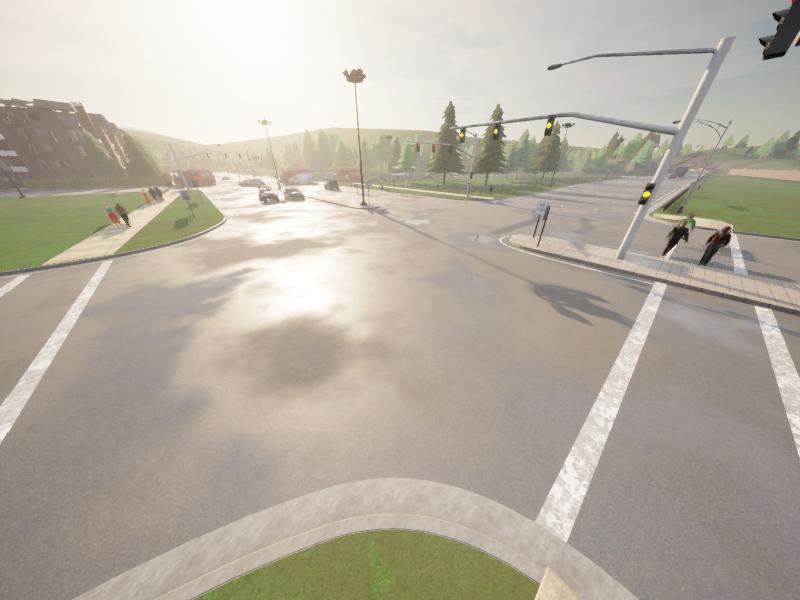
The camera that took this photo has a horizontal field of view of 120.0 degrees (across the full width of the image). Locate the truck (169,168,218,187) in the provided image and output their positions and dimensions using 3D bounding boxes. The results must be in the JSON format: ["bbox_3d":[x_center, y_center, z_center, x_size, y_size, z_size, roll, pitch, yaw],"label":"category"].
[{"bbox_3d":[-50.936,-30.530,57.412,2.891,3.827,8.468,6,31,10],"label":"truck"}]

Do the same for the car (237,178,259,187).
[{"bbox_3d":[-37.777,-29.275,57.541,3.988,1.617,1.851,-23,37,-34],"label":"car"}]

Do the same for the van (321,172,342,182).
[{"bbox_3d":[-22.540,-40.701,76.280,5.915,2.561,1.988,-23,37,-34],"label":"van"}]

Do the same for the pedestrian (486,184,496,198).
[{"bbox_3d":[13.251,-15.821,33.554,0.751,1.860,0.751,-21,36,-31],"label":"pedestrian"}]

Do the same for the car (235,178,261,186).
[{"bbox_3d":[-39.574,-30.721,60.237,5.027,1.651,2.152,-23,37,-34],"label":"car"}]

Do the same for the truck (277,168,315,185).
[{"bbox_3d":[-28.571,-34.140,63.666,8.468,3.827,2.891,-23,37,-34],"label":"truck"}]

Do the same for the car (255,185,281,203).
[{"bbox_3d":[-18.226,-14.605,31.793,1.905,1.878,3.866,-22,37,-34],"label":"car"}]

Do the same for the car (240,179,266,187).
[{"bbox_3d":[-35.200,-28.121,55.426,4.856,1.649,2.033,-23,37,-34],"label":"car"}]

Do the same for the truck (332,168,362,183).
[{"bbox_3d":[-16.399,-39.252,72.519,8.468,3.827,2.891,-23,37,-34],"label":"truck"}]

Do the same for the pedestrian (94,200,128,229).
[{"bbox_3d":[-21.407,-6.349,17.148,0.751,1.860,0.751,-19,35,-29],"label":"pedestrian"}]

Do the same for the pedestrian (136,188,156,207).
[{"bbox_3d":[-28.831,-11.610,26.261,0.751,1.860,0.751,-20,35,-30],"label":"pedestrian"}]

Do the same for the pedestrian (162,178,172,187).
[{"bbox_3d":[-54.707,-27.623,54.301,0.751,1.860,0.751,-7,31,-12],"label":"pedestrian"}]

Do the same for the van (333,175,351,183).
[{"bbox_3d":[-17.124,-35.860,68.488,4.442,1.987,1.775,-23,37,-34],"label":"van"}]

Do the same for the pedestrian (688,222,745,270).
[{"bbox_3d":[14.069,-2.409,10.325,0.751,1.860,0.751,-19,35,-30],"label":"pedestrian"}]

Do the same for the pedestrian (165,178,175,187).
[{"bbox_3d":[-54.090,-27.590,54.312,0.751,1.860,0.751,2,30,3],"label":"pedestrian"}]

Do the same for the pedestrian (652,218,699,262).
[{"bbox_3d":[13.341,-2.944,11.256,0.751,1.860,0.751,22,37,33],"label":"pedestrian"}]

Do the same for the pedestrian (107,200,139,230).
[{"bbox_3d":[-20.320,-6.244,16.967,0.751,1.860,0.751,-21,36,-32],"label":"pedestrian"}]

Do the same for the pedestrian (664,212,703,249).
[{"bbox_3d":[16.673,-4.109,13.637,0.751,1.860,0.751,-26,39,-37],"label":"pedestrian"}]

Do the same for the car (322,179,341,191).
[{"bbox_3d":[-14.239,-23.961,47.996,1.905,1.878,3.866,-22,37,-34],"label":"car"}]

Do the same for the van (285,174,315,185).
[{"bbox_3d":[-26.533,-32.104,61.535,6.366,2.431,2.351,-23,37,-34],"label":"van"}]

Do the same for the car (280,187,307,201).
[{"bbox_3d":[-15.740,-15.690,34.038,1.837,1.490,4.892,-22,37,-34],"label":"car"}]

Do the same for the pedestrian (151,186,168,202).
[{"bbox_3d":[-31.158,-13.747,29.963,0.751,1.860,0.751,-19,35,-29],"label":"pedestrian"}]

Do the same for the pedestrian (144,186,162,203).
[{"bbox_3d":[-31.150,-13.281,29.156,0.751,1.860,0.751,-19,35,-29],"label":"pedestrian"}]

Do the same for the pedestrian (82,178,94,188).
[{"bbox_3d":[-68.983,-25.936,51.075,0.751,1.860,0.751,-13,33,-22],"label":"pedestrian"}]

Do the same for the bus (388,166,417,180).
[{"bbox_3d":[0.932,-46.631,84.873,10.273,4.253,3.944,-23,37,-34],"label":"bus"}]
